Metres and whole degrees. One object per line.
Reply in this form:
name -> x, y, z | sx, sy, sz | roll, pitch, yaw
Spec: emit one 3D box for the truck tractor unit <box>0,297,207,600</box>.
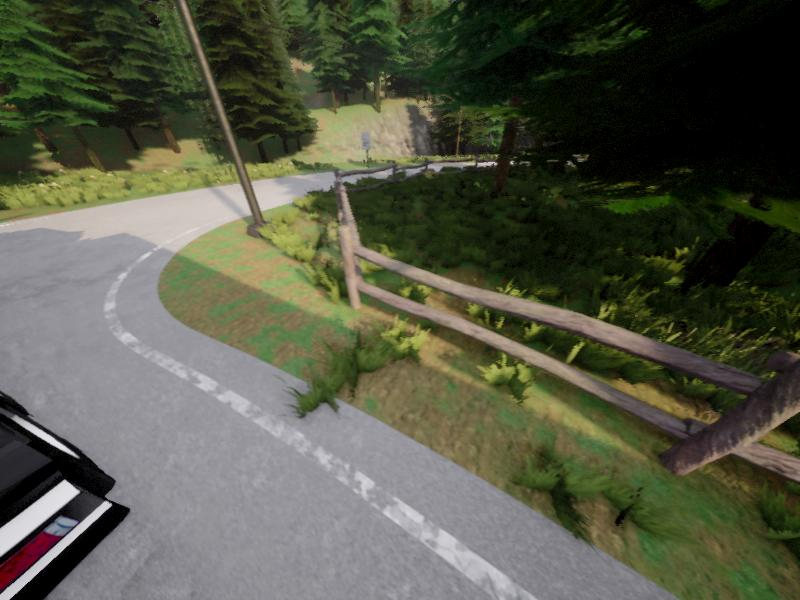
truck tractor unit -> -5.241, -0.144, 0.563 | 6.516, 4.208, 3.053 | 13, 37, 17
